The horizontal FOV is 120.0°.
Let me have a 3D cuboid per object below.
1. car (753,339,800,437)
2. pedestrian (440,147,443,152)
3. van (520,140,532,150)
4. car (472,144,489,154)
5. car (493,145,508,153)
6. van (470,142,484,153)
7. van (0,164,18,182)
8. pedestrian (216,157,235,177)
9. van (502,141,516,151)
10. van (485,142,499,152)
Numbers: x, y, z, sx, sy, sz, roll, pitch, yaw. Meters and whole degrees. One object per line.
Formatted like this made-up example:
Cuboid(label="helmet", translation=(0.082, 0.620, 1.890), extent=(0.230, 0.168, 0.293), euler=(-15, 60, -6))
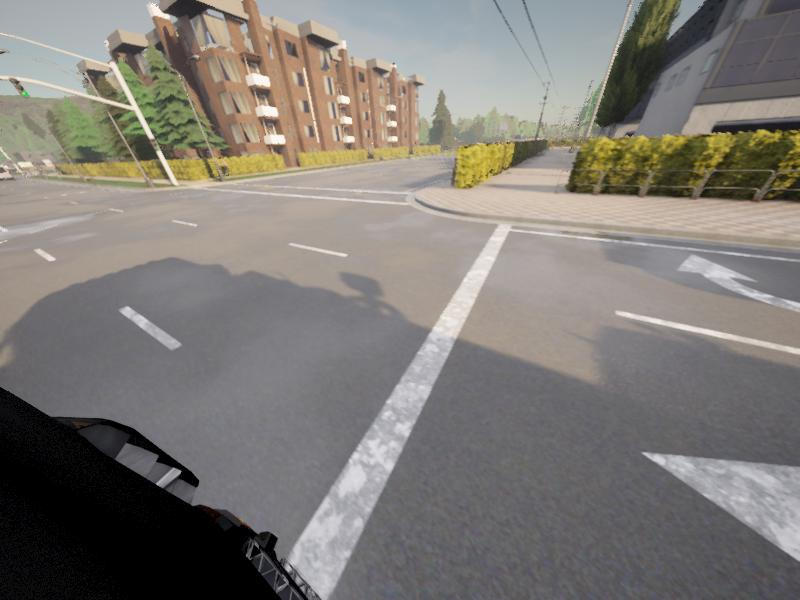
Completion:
Cuboid(label="car", translation=(5.319, 1.302, 0.193), extent=(4.974, 1.542, 2.038), euler=(16, 38, 26))
Cuboid(label="pedestrian", translation=(12.163, -44.190, 67.785), extent=(0.751, 1.300, 0.751), euler=(17, 38, 27))
Cuboid(label="van", translation=(31.974, -39.323, 58.636), extent=(1.775, 1.987, 4.442), euler=(17, 38, 27))
Cuboid(label="car", translation=(17.731, -33.062, 50.643), extent=(2.242, 1.667, 4.611), euler=(17, 39, 27))
Cuboid(label="car", translation=(22.384, -33.624, 51.396), extent=(1.994, 1.385, 4.181), euler=(17, 38, 27))
Cuboid(label="van", translation=(19.538, -38.718, 58.656), extent=(2.069, 2.038, 4.480), euler=(17, 38, 27))
Cuboid(label="van", translation=(-71.831, -22.784, 41.425), extent=(5.915, 2.561, 1.988), euler=(16, 38, 26))
Cuboid(label="pedestrian", translation=(-18.875, -14.419, 25.040), extent=(0.751, 1.860, 0.751), euler=(16, 38, 27))
Cuboid(label="van", translation=(27.583, -38.900, 58.302), extent=(2.069, 2.038, 4.480), euler=(17, 38, 27))
Cuboid(label="van", translation=(23.226, -38.488, 58.025), extent=(2.069, 2.038, 4.480), euler=(17, 38, 27))
